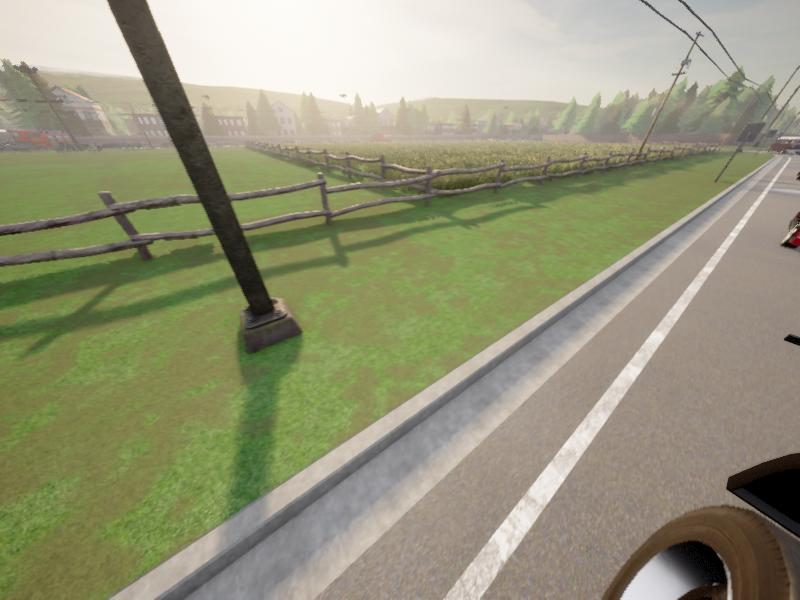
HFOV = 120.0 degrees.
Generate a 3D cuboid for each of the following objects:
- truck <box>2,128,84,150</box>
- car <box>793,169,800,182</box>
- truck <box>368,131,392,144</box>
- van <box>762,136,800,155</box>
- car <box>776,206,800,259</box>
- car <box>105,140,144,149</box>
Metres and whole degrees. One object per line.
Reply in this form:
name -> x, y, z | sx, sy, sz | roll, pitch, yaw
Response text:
truck -> -77.572, -35.308, 50.633 | 8.468, 3.827, 2.891 | -22, 41, -27
car -> 25.903, -7.986, 13.616 | 5.027, 1.651, 2.152 | -22, 41, -28
truck -> -7.419, -60.971, 86.470 | 8.468, 3.827, 2.891 | -22, 41, -27
van -> 54.064, -21.419, 32.061 | 2.069, 2.038, 4.480 | 19, 39, 24
car -> 11.028, -1.861, 5.272 | 4.181, 1.385, 1.994 | -22, 41, -28
car -> -62.644, -35.472, 52.693 | 5.238, 1.638, 1.930 | -22, 41, -27
